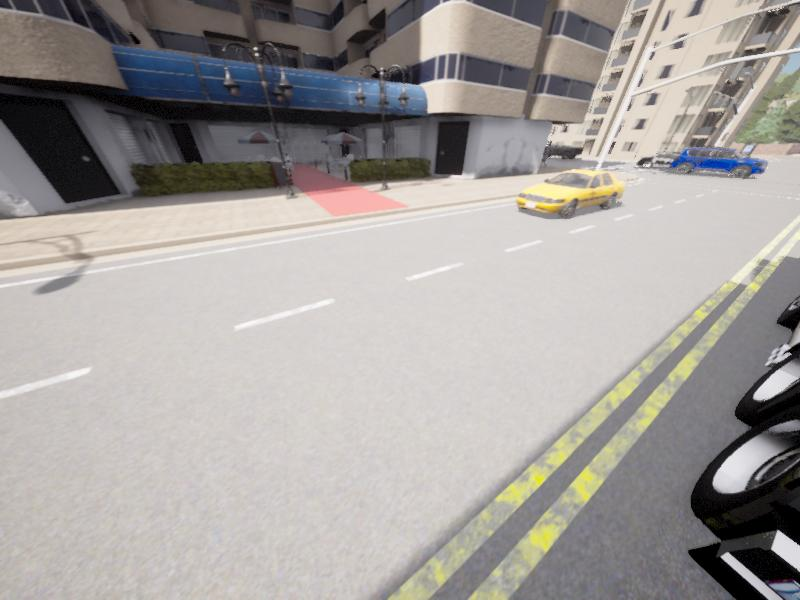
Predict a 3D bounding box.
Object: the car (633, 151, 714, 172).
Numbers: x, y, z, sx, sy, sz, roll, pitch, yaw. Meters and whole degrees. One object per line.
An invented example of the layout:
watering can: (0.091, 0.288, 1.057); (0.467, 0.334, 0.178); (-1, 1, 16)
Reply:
car: (28.681, -14.742, 24.451); (1.930, 1.638, 5.238); (-26, 42, -32)

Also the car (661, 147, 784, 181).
car: (27.161, -11.813, 19.831); (2.150, 2.045, 5.566); (-18, 39, -25)

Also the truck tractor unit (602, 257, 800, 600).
truck tractor unit: (5.142, -0.261, 0.813); (6.516, 4.208, 3.053); (-17, 40, -25)

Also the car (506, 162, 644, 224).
car: (7.016, -4.448, 9.241); (5.366, 1.575, 1.801); (-18, 39, -25)

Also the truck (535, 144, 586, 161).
truck: (26.093, -24.383, 37.954); (2.390, 2.098, 6.274); (-18, 39, -25)
